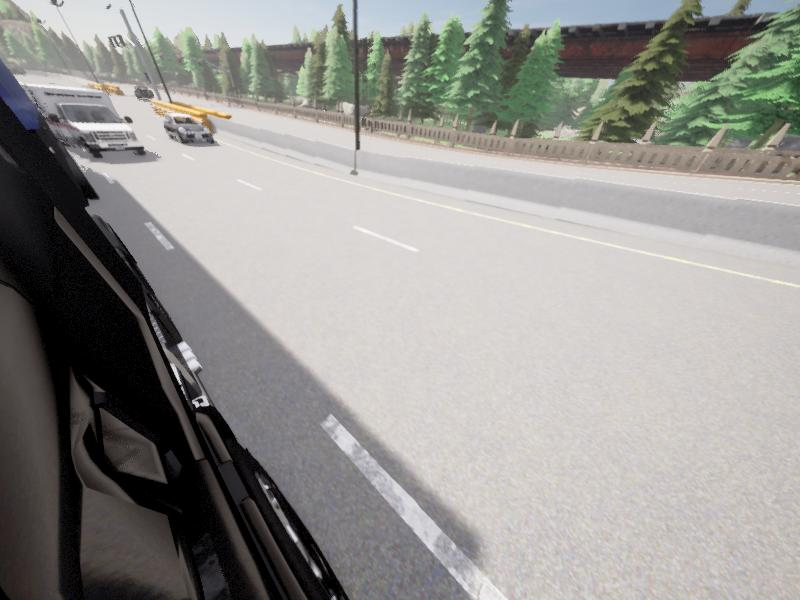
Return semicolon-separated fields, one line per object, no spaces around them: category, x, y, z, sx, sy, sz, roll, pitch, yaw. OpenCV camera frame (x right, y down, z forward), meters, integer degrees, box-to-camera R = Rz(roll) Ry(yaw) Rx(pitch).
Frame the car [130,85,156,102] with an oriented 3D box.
car;-44.263;-35.775;39.925;1.932;1.855;4.605;-17;46;-28

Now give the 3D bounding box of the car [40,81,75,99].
car;-46.514;-28.555;31.359;5.357;1.411;2.033;32;46;27

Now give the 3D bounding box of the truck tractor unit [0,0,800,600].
truck tractor unit;-2.645;-0.295;0.351;6.516;4.208;3.053;28;44;30

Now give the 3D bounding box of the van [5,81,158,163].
van;-15.639;-8.854;11.440;6.366;2.431;2.351;25;43;21

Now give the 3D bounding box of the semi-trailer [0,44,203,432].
semi-trailer;-8.695;-3.667;4.139;14.254;4.402;2.717;29;44;29

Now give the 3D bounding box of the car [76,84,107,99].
car;-46.993;-31.784;35.166;4.181;1.385;1.994;31;45;26

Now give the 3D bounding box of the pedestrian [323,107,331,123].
pedestrian;-11.353;-28.783;36.029;0.751;1.860;0.751;32;46;27

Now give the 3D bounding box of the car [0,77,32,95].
car;-49.511;-27.452;29.633;4.181;1.385;1.994;32;46;27

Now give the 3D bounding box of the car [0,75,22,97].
car;-45.703;-23.316;24.908;2.097;1.767;4.553;25;43;20

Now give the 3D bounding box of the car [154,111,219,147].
car;-14.486;-11.646;15.698;3.806;1.475;1.970;32;46;27
